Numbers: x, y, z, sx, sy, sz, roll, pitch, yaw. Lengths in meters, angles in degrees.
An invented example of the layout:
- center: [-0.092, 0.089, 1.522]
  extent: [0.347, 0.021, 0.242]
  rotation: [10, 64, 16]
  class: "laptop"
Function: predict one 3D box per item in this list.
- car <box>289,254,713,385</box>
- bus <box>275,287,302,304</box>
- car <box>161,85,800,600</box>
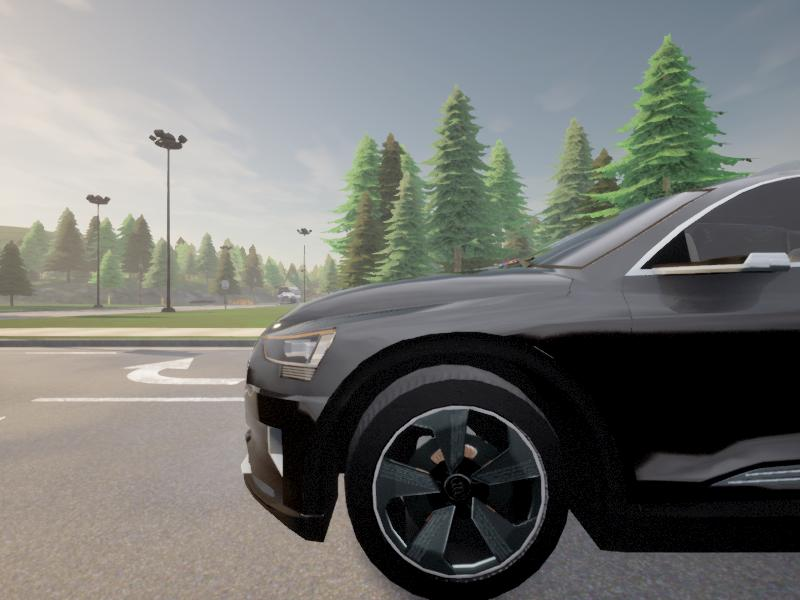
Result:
- center: [1.184, 0.227, 5.705]
  extent: [4.974, 1.542, 2.038]
  rotation: [0, 0, 0]
  class: "car"
- center: [-28.616, -1.161, 103.095]
  extent: [3.944, 4.253, 10.273]
  rotation: [0, 0, 1]
  class: "bus"
- center: [1.704, 0.179, 2.231]
  extent: [4.856, 1.649, 2.033]
  rotation: [0, 0, 0]
  class: "car"
